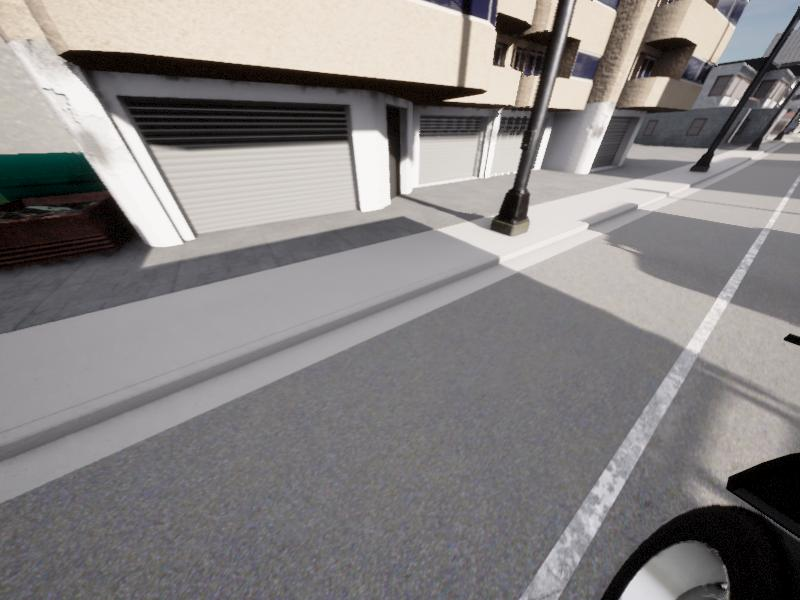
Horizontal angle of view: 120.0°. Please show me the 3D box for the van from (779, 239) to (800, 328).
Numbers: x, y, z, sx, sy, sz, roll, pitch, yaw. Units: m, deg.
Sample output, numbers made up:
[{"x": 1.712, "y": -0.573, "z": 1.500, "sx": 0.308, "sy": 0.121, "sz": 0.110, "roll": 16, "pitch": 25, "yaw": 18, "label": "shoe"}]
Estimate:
[{"x": 8.922, "y": -1.149, "z": 3.359, "sx": 6.366, "sy": 2.431, "sz": 2.351, "roll": -21, "pitch": 40, "yaw": -27, "label": "van"}]

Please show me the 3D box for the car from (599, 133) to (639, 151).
[{"x": 26.202, "y": -18.963, "z": 27.686, "sx": 3.806, "sy": 1.475, "sz": 1.970, "roll": -23, "pitch": 41, "yaw": -25, "label": "car"}]

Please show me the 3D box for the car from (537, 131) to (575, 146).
[{"x": 22.596, "y": -23.489, "z": 33.463, "sx": 5.027, "sy": 1.636, "sz": 2.152, "roll": -22, "pitch": 40, "yaw": -26, "label": "car"}]
